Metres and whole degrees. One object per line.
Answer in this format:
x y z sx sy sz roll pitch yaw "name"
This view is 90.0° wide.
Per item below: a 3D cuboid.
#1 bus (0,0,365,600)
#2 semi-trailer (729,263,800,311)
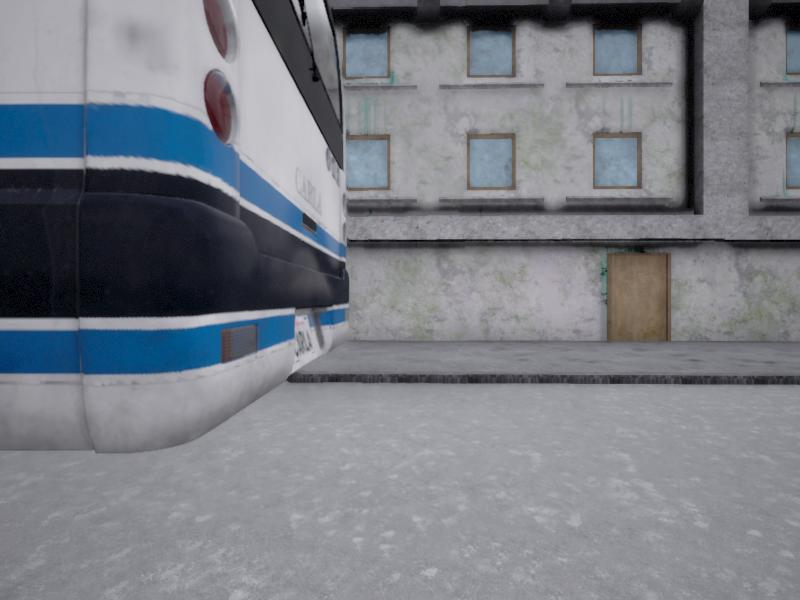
-5.576 -1.134 2.714 10.273 4.253 3.944 0 0 1 "bus"
38.143 -1.220 37.980 2.717 4.402 14.254 0 0 3 "semi-trailer"
